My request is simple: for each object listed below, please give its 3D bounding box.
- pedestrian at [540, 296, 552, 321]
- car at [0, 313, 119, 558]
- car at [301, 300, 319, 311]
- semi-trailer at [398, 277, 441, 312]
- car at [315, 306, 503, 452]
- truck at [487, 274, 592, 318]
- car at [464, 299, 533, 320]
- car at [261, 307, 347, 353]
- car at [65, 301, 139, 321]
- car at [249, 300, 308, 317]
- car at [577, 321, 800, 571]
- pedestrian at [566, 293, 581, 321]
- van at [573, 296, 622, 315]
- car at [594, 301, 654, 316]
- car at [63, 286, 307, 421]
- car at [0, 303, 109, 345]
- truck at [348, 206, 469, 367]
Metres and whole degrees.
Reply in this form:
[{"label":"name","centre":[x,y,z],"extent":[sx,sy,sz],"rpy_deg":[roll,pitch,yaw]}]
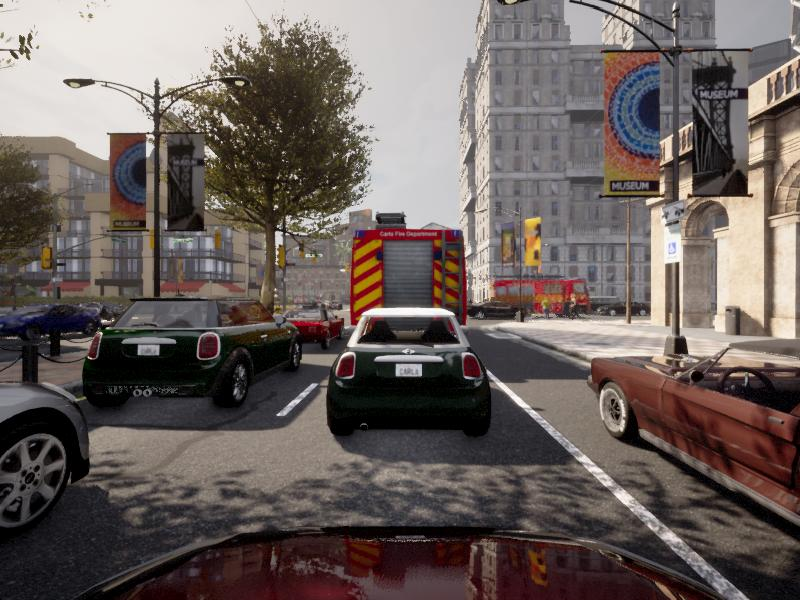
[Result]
[{"label":"pedestrian","centre":[10.958,0.637,30.015],"extent":[0.751,1.860,0.751],"rpy_deg":[0,0,23]},{"label":"car","centre":[-3.473,0.853,1.600],"extent":[1.970,1.475,3.806],"rpy_deg":[0,0,1]},{"label":"car","centre":[-13.798,0.815,61.323],"extent":[1.789,1.549,3.705],"rpy_deg":[0,0,1]},{"label":"semi-trailer","centre":[2.402,-0.618,57.545],"extent":[2.717,4.402,14.254],"rpy_deg":[0,0,-12]},{"label":"car","centre":[0.119,0.853,6.110],"extent":[1.970,1.475,3.806],"rpy_deg":[0,0,1]},{"label":"truck","centre":[12.489,-0.321,36.362],"extent":[8.468,3.827,2.891],"rpy_deg":[0,0,1]},{"label":"car","centre":[8.026,0.771,32.929],"extent":[5.238,1.638,1.930],"rpy_deg":[0,0,1]},{"label":"car","centre":[-3.218,0.944,14.445],"extent":[1.895,1.301,4.718],"rpy_deg":[0,0,1]},{"label":"car","centre":[-24.376,0.825,32.779],"extent":[4.974,1.542,2.038],"rpy_deg":[0,0,10]},{"label":"car","centre":[-12.151,0.802,40.065],"extent":[5.366,1.575,1.801],"rpy_deg":[0,0,-27]},{"label":"car","centre":[3.308,0.938,3.058],"extent":[1.895,1.301,4.718],"rpy_deg":[0,0,1]},{"label":"pedestrian","centre":[11.809,0.485,27.220],"extent":[0.751,1.860,0.751],"rpy_deg":[0,0,4]},{"label":"van","centre":[21.300,0.599,43.240],"extent":[4.442,1.987,1.775],"rpy_deg":[0,0,1]},{"label":"car","centre":[22.181,0.844,39.726],"extent":[4.892,1.490,1.837],"rpy_deg":[0,0,1]},{"label":"car","centre":[-3.355,0.694,7.527],"extent":[2.097,1.767,4.553],"rpy_deg":[0,0,1]},{"label":"car","centre":[-14.673,0.870,16.575],"extent":[1.812,1.442,4.674],"rpy_deg":[0,0,0]},{"label":"truck","centre":[0.274,-0.321,13.781],"extent":[2.891,3.827,8.468],"rpy_deg":[0,0,1]}]
